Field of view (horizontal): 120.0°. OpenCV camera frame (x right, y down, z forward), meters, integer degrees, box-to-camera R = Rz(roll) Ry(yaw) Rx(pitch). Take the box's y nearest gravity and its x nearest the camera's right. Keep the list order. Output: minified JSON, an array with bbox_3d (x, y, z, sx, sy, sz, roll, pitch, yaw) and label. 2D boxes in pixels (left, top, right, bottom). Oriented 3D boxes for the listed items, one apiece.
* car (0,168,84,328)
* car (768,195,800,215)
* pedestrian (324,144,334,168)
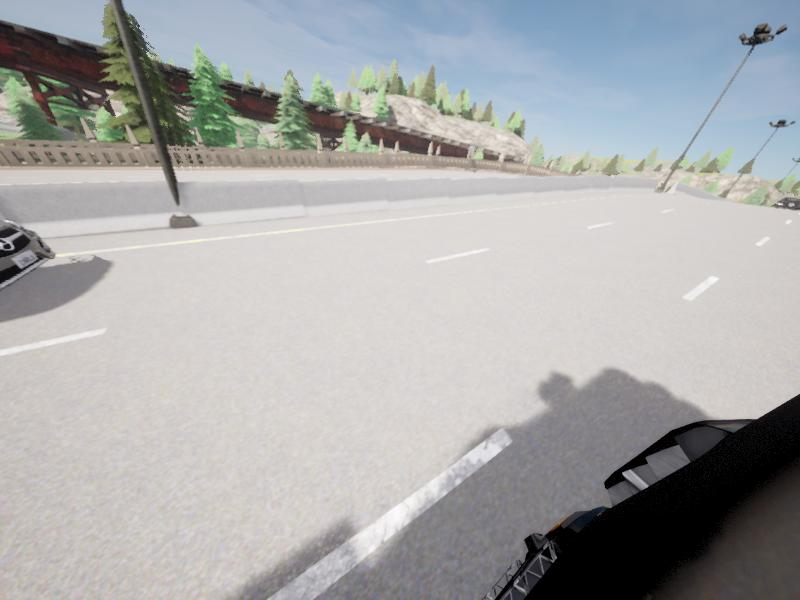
[{"bbox_3d":[-7.853,-0.252,2.256,5.027,1.651,2.152,-16,38,-26],"label":"car"},{"bbox_3d":[49.971,-12.188,29.716,4.605,1.855,1.932,-10,35,-30],"label":"car"},{"bbox_3d":[-7.102,-14.380,23.097,0.751,1.860,0.751,-10,35,-30],"label":"pedestrian"}]
